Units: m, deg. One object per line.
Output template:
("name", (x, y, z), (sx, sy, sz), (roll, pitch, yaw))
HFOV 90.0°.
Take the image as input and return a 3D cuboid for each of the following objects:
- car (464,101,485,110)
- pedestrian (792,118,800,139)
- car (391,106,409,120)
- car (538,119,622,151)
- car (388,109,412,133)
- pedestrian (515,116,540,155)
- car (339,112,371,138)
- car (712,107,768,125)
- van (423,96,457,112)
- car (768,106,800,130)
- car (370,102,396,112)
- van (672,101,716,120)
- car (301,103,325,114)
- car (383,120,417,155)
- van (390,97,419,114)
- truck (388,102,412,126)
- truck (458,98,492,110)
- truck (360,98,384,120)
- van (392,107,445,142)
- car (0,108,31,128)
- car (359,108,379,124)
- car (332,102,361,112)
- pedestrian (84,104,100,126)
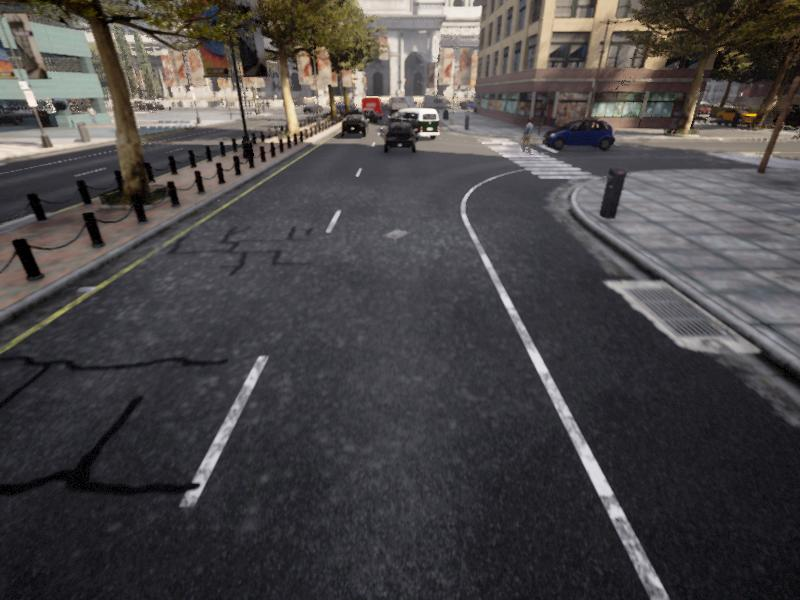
("car", (14.750, -38.505, 79.256), (3.705, 1.549, 1.789), (0, 27, 0))
("pedestrian", (29.983, -12.923, 29.480), (0.751, 1.860, 0.751), (-5, 28, -10))
("car", (-0.007, -24.105, 51.489), (2.128, 1.511, 4.902), (0, 27, 0))
("car", (10.732, -9.988, 24.126), (3.988, 1.617, 1.851), (1, 27, 2))
("car", (-0.006, -16.163, 36.005), (1.930, 1.638, 5.238), (0, 27, 0))
("pedestrian", (6.970, -8.991, 21.868), (0.751, 1.860, 0.751), (-10, 29, -18))
("car", (-3.506, -14.063, 31.947), (1.930, 1.638, 5.238), (0, 26, 0))
("car", (37.957, -20.678, 44.877), (1.882, 1.535, 5.008), (0, 27, 0))
("van", (7.270, -35.751, 72.828), (5.915, 2.561, 1.988), (0, 27, 0))
("car", (37.969, -17.197, 37.781), (1.932, 1.855, 4.605), (0, 27, 0))
("car", (-3.118, -35.312, 73.107), (4.611, 1.667, 2.242), (0, 27, 0))
("van", (37.945, -24.505, 51.728), (2.069, 2.038, 4.480), (0, 27, 0))
("car", (-14.726, -32.462, 67.729), (2.033, 1.411, 5.357), (5, 28, 9))
("car", (-0.006, -9.766, 23.809), (1.837, 1.490, 4.892), (0, 27, 0))
("van", (0.784, -32.544, 66.785), (2.351, 2.431, 6.366), (12, 30, 22))
("truck", (-0.006, -20.398, 43.689), (2.390, 2.098, 6.274), (0, 27, 0))
("truck", (15.353, -40.350, 82.239), (6.274, 2.098, 2.390), (0, 27, 0))
("truck", (-3.507, -24.426, 51.064), (2.627, 2.467, 5.204), (0, 27, 0))
("van", (1.219, -13.058, 29.575), (2.069, 2.038, 4.480), (-12, 30, -22))
("car", (-38.456, -17.262, 37.973), (2.128, 1.511, 4.902), (0, 27, 0))
("car", (-3.504, -20.990, 45.506), (1.970, 1.475, 3.806), (0, 27, 0))
("car", (-10.162, -36.849, 76.284), (5.027, 1.651, 2.152), (0, 27, 0))
("pedestrian", (-29.933, -18.011, 38.924), (0.751, 1.860, 0.751), (-17, 32, -29))
